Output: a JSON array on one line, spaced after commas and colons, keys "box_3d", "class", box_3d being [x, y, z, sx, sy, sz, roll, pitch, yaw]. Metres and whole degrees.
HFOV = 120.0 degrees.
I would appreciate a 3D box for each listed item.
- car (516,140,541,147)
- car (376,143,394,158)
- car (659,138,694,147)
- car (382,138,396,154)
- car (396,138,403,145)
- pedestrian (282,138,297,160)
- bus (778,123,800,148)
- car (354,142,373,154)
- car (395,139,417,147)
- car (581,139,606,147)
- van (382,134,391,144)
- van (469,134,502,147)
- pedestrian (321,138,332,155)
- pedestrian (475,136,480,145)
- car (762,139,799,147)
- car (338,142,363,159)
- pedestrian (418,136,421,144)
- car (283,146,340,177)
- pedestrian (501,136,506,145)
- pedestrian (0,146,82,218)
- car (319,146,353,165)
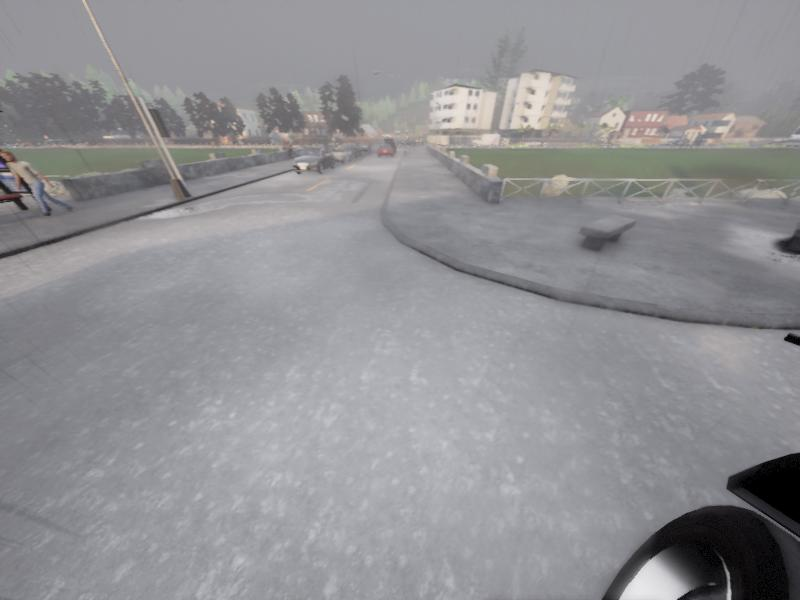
[{"box_3d": [30.039, -36.662, 54.095, 4.718, 1.301, 1.895, 1, 36, 2], "class": "car"}, {"box_3d": [-1.825, -19.218, 29.624, 1.994, 1.385, 4.181, 0, 36, 0], "class": "car"}, {"box_3d": [63.415, -36.177, 53.074, 4.856, 1.649, 2.033, 1, 36, 2], "class": "car"}, {"box_3d": [-1.608, -23.578, 35.284, 1.905, 1.878, 3.866, 1, 36, 2], "class": "car"}, {"box_3d": [-0.215, -47.727, 69.485, 1.970, 1.475, 3.806, 1, 36, 1], "class": "car"}, {"box_3d": [-11.329, -15.454, 23.717, 0.751, 1.860, 0.751, 1, 36, 2], "class": "pedestrian"}, {"box_3d": [89.175, -34.502, 48.445, 10.273, 4.253, 3.944, 1, 36, 2], "class": "bus"}, {"box_3d": [-5.606, -23.835, 36.077, 2.033, 1.411, 5.357, 1, 36, 1], "class": "car"}, {"box_3d": [1.343, -36.765, 54.104, 4.892, 1.490, 1.837, -8, 35, -11], "class": "car"}, {"box_3d": [44.926, -36.455, 53.632, 3.806, 1.475, 1.970, 1, 36, 2], "class": "car"}, {"box_3d": [-4.148, -49.769, 71.534, 2.351, 2.431, 6.366, 1, 36, 2], "class": "van"}, {"box_3d": [19.914, -37.315, 54.048, 6.366, 2.431, 2.351, 1, 36, 2], "class": "van"}, {"box_3d": [-9.454, -19.723, 29.696, 0.751, 1.860, 0.751, 12, 37, 16], "class": "pedestrian"}, {"box_3d": [19.710, -40.769, 58.958, 0.751, 1.860, 0.751, 1, 36, 2], "class": "pedestrian"}, {"box_3d": [86.433, -35.640, 52.513, 4.181, 1.385, 1.994, 1, 36, 2], "class": "car"}, {"box_3d": [-5.903, -18.266, 28.187, 1.837, 1.490, 4.892, 1, 36, 2], "class": "car"}, {"box_3d": [5.621, -45.899, 66.164, 0.751, 1.860, 0.751, 0, 36, 0], "class": "pedestrian"}, {"box_3d": [-6.256, -10.322, 17.038, 2.128, 1.511, 4.902, 2, 36, 2], "class": "car"}, {"box_3d": [26.294, -40.491, 58.671, 0.751, 1.860, 0.751, 4, 36, 5], "class": "pedestrian"}, {"box_3d": [-11.315, -3.601, 7.103, 0.751, 1.860, 0.751, -3, 36, -4], "class": "pedestrian"}, {"box_3d": [-6.124, -14.268, 22.754, 1.895, 1.301, 4.718, 1, 36, 2], "class": "car"}]
